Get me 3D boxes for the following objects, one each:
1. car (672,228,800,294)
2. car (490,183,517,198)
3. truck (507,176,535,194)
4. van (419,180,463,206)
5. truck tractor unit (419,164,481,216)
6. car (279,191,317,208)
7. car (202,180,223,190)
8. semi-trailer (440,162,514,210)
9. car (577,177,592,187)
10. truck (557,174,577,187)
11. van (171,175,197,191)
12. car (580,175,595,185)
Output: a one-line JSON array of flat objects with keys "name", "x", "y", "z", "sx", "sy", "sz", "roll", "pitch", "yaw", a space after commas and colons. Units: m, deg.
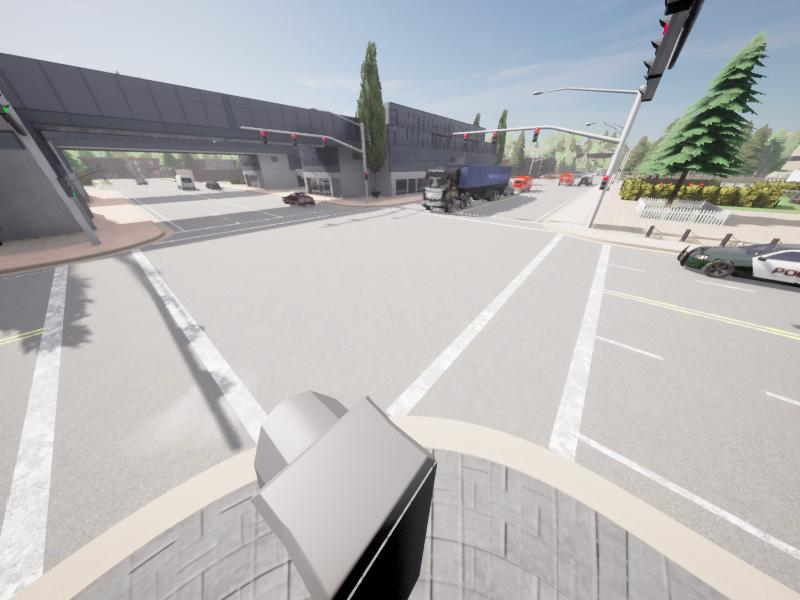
[{"name": "car", "x": 14.717, "y": -1.456, "z": 8.997, "sx": 4.974, "sy": 1.542, "sz": 2.038, "roll": 23, "pitch": 37, "yaw": 34}, {"name": "car", "x": 16.046, "y": -16.936, "z": 35.678, "sx": 2.242, "sy": 1.667, "sz": 4.611, "roll": 23, "pitch": 37, "yaw": 34}, {"name": "truck", "x": 21.705, "y": -20.645, "z": 41.294, "sx": 2.627, "sy": 2.467, "sz": 5.204, "roll": 23, "pitch": 37, "yaw": 34}, {"name": "van", "x": 5.211, "y": -13.523, "z": 29.000, "sx": 2.351, "sy": 2.431, "sz": 6.366, "roll": 23, "pitch": 37, "yaw": 34}, {"name": "truck tractor unit", "x": 5.107, "y": -11.412, "z": 23.554, "sx": 3.053, "sy": 4.208, "sz": 6.516, "roll": 22, "pitch": 36, "yaw": 32}, {"name": "car", "x": -12.156, "y": -12.050, "z": 27.509, "sx": 4.181, "sy": 1.385, "sz": 1.994, "roll": 19, "pitch": 35, "yaw": 29}, {"name": "car", "x": -37.531, "y": -23.005, "z": 46.244, "sx": 3.988, "sy": 1.617, "sz": 1.851, "roll": 23, "pitch": 37, "yaw": 34}, {"name": "semi-trailer", "x": 10.109, "y": -14.563, "z": 28.814, "sx": 2.717, "sy": 4.402, "sz": 14.254, "roll": 22, "pitch": 37, "yaw": 33}, {"name": "car", "x": 43.399, "y": -27.869, "z": 54.384, "sx": 1.905, "sy": 1.878, "sz": 3.866, "roll": 23, "pitch": 37, "yaw": 34}, {"name": "truck", "x": 40.126, "y": -28.889, "z": 55.574, "sx": 2.627, "sy": 2.467, "sz": 5.204, "roll": 23, "pitch": 37, "yaw": 34}, {"name": "van", "x": -43.093, "y": -23.471, "z": 46.120, "sx": 5.915, "sy": 2.561, "sz": 1.988, "roll": 23, "pitch": 37, "yaw": 34}, {"name": "car", "x": 47.949, "y": -30.647, "z": 59.042, "sx": 2.150, "sy": 2.045, "sz": 5.566, "roll": 23, "pitch": 37, "yaw": 34}]
